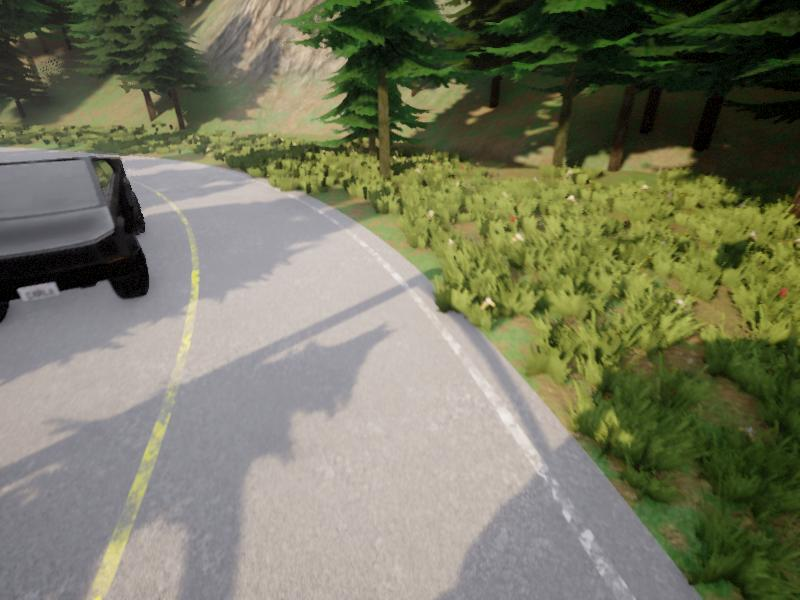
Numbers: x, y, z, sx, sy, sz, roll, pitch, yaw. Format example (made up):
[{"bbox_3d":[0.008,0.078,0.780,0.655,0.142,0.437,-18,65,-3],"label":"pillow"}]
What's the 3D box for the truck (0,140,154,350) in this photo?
[{"bbox_3d":[-6.472,-1.632,7.680,2.390,2.098,6.274,-15,31,-26],"label":"truck"}]
